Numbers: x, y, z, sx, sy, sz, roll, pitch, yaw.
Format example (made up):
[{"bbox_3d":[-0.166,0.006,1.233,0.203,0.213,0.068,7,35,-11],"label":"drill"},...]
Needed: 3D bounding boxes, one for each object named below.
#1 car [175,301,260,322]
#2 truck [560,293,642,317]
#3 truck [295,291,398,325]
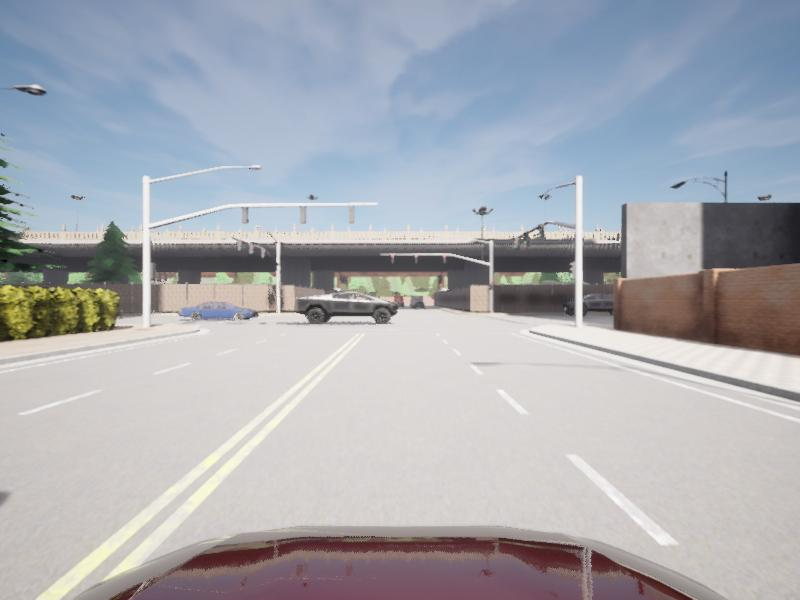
[{"bbox_3d":[-13.363,0.835,29.637,5.357,1.411,2.033,0,0,-6],"label":"car"},{"bbox_3d":[18.108,0.468,36.313,6.274,2.098,2.390,0,0,0],"label":"truck"},{"bbox_3d":[-3.299,0.505,25.798,6.274,2.098,2.390,0,0,0],"label":"truck"}]
